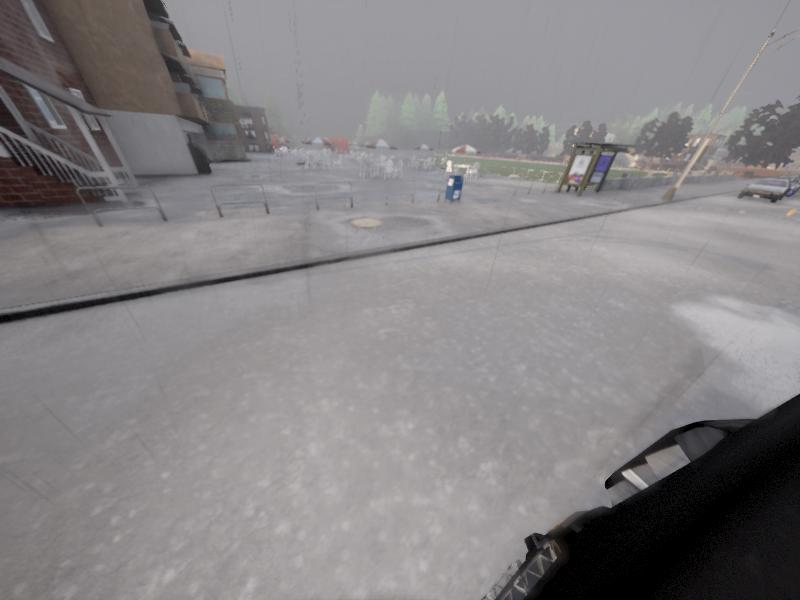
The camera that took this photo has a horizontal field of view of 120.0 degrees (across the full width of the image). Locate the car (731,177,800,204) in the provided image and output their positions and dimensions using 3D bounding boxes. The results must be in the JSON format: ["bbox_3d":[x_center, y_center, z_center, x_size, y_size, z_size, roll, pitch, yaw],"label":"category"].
[{"bbox_3d":[27.900,-8.378,17.519,5.357,1.411,2.033,-16,38,-26],"label":"car"}]

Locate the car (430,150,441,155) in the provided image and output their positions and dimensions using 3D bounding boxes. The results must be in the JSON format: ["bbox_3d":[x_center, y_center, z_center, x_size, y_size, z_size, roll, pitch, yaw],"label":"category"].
[{"bbox_3d":[15.044,-62.539,98.016,3.806,1.475,1.970,-16,38,-26],"label":"car"}]

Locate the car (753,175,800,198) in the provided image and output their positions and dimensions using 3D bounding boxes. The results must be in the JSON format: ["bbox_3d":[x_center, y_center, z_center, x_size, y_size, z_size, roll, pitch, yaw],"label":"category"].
[{"bbox_3d":[34.664,-10.358,20.916,4.514,1.525,2.007,-16,38,-26],"label":"car"}]

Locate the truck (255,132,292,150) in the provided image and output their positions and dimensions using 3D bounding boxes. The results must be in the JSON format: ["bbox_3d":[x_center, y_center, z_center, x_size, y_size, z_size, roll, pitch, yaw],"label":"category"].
[{"bbox_3d":[-36.694,-46.287,67.246,8.468,3.827,2.891,-16,38,-26],"label":"truck"}]
